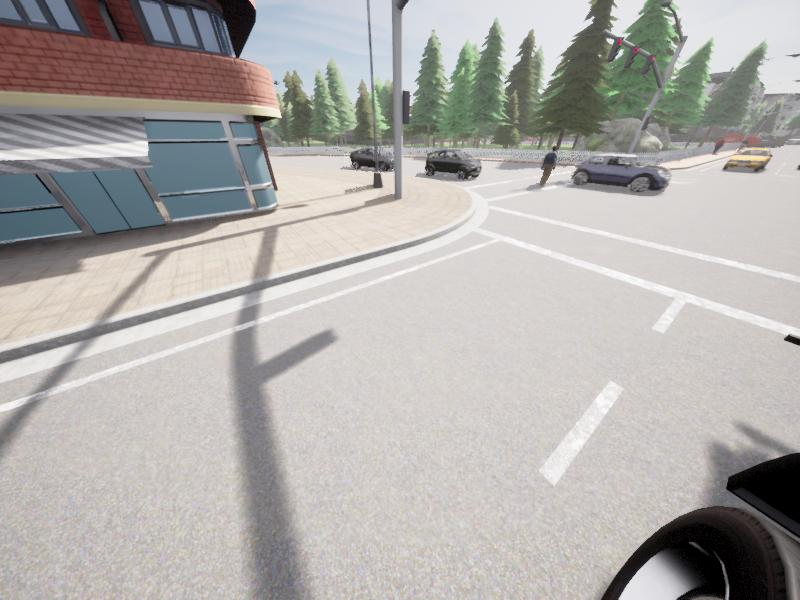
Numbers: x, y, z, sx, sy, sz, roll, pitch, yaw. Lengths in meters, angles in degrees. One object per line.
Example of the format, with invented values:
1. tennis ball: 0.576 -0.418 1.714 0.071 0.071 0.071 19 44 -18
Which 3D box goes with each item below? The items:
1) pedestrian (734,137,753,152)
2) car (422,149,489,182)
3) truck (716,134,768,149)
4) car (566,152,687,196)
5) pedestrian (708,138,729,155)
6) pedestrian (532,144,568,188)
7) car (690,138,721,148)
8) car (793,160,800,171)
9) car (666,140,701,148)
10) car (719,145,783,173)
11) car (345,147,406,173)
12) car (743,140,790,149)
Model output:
1. pedestrian: 52.041 -23.507 35.006 0.751 1.860 0.751 -22 40 -27
2. car: 3.455 -8.837 14.997 3.705 1.549 1.789 28 44 35
3. truck: 73.709 -34.293 49.943 2.627 2.467 5.204 -12 37 -17
4. car: 11.264 -6.540 11.778 1.970 1.475 3.806 -24 42 -30
5. pedestrian: 42.256 -20.379 30.634 0.751 1.860 0.751 -22 41 -28
6. pedestrian: 7.602 -6.813 11.788 0.751 1.860 0.751 -18 39 -24
7. car: 73.537 -37.992 55.719 1.905 1.878 3.866 -21 40 -27
8. car: 33.613 -11.118 18.180 4.792 1.488 2.163 -22 41 -28
9. car: 68.984 -38.136 56.274 1.837 1.490 4.892 -21 40 -27
10. car: 27.848 -11.243 18.313 5.366 1.575 1.801 -21 40 -27
11. car: -1.950 -11.400 18.691 4.514 1.525 2.007 20 40 26
12. car: 79.179 -33.737 50.010 4.902 1.511 2.128 23 41 29
